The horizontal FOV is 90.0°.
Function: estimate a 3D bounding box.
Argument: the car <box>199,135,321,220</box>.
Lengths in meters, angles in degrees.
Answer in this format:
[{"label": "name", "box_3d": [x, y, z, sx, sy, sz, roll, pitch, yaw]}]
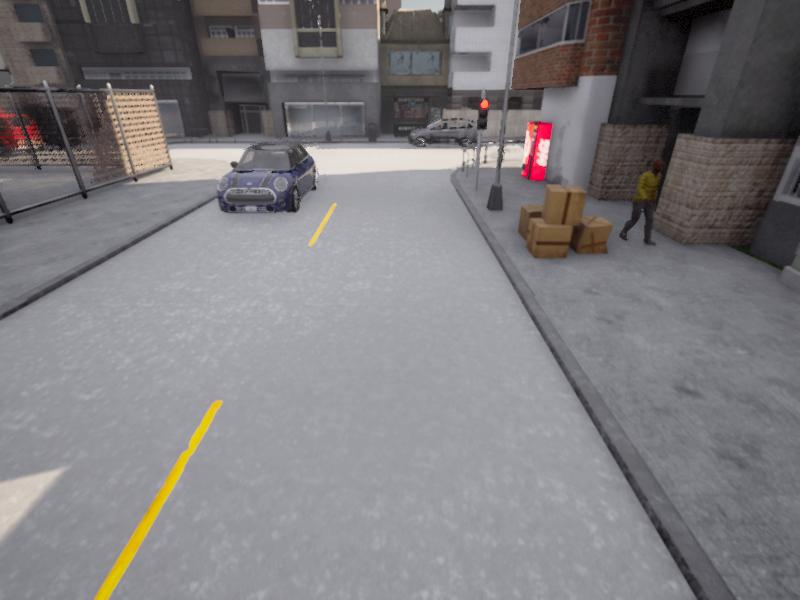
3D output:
[{"label": "car", "box_3d": [-3.995, -3.994, 12.499, 2.097, 1.767, 4.553, 0, 27, 0]}]

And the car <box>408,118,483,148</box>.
[{"label": "car", "box_3d": [2.834, -10.982, 26.283, 4.611, 1.667, 2.242, 0, 27, 0]}]

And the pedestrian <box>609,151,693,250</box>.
[{"label": "pedestrian", "box_3d": [5.157, -2.060, 8.330, 0.751, 1.860, 0.751, -4, 27, -8]}]
